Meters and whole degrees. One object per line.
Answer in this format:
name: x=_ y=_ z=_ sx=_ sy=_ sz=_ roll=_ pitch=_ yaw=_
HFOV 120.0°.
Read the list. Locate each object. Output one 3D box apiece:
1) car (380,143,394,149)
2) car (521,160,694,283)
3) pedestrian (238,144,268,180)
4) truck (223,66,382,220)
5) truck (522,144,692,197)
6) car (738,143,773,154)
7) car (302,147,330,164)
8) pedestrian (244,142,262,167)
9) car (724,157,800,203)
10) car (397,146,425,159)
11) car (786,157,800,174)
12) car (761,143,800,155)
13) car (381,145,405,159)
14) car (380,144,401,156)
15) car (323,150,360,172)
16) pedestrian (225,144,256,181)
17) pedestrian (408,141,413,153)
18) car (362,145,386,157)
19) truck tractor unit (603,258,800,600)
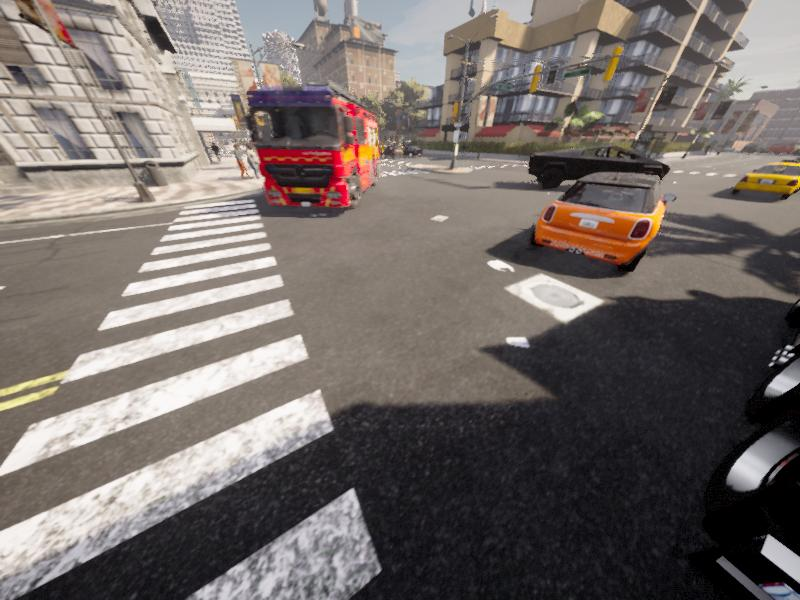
car: x=-3.770 y=-44.329 z=66.433 sx=3.633 sy=1.501 sz=1.845 roll=-19 pitch=39 yaw=-26
car: x=5.379 y=-2.399 z=5.946 sx=4.553 sy=1.767 sz=2.097 roll=-29 pitch=44 yaw=-35
pedestrian: x=-8.972 y=-8.468 z=14.180 sx=0.751 sy=1.860 sz=0.751 roll=3 pitch=35 yaw=4
truck: x=-2.880 y=-6.856 z=10.502 sx=2.891 sy=3.827 sz=8.468 roll=3 pitch=35 yaw=3
truck: x=10.524 y=-7.277 z=12.743 sx=6.274 sy=2.098 sz=2.390 roll=12 pitch=37 yaw=16
car: x=82.592 y=-35.298 z=53.760 sx=2.150 sy=2.045 sz=5.566 roll=19 pitch=39 yaw=25
car: x=-10.147 y=-17.422 z=27.688 sx=1.837 sy=1.490 sz=4.892 roll=-19 pitch=39 yaw=-25
pedestrian: x=-13.077 y=-12.918 z=20.546 sx=0.751 sy=1.860 sz=0.751 roll=-22 pitch=41 yaw=-29
car: x=19.291 y=-6.269 z=11.823 sx=5.366 sy=1.575 sz=1.801 roll=-18 pitch=39 yaw=-25
car: x=1.651 y=-22.784 z=35.507 sx=1.837 sy=1.490 sz=4.892 roll=-19 pitch=39 yaw=-25
car: x=36.723 y=-12.110 z=20.359 sx=3.988 sy=1.617 sz=1.851 roll=-18 pitch=39 yaw=-25
car: x=85.228 y=-33.934 z=51.820 sx=2.150 sy=2.045 sz=5.566 roll=19 pitch=39 yaw=25
car: x=-1.095 y=-21.551 z=33.655 sx=1.789 sy=1.549 sz=3.705 roll=-19 pitch=39 yaw=-25
car: x=-1.632 y=-25.955 z=39.941 sx=1.851 sy=1.617 sz=3.988 roll=-19 pitch=39 yaw=-25
car: x=-5.437 y=-12.836 z=21.237 sx=1.994 sy=1.385 sz=4.181 roll=-18 pitch=39 yaw=-24
pedestrian: x=-9.475 y=-8.222 z=13.821 sx=0.751 sy=1.860 sz=0.751 roll=-4 pitch=35 yaw=-6
pedestrian: x=2.045 y=-29.908 z=45.132 sx=0.751 sy=1.860 sz=0.751 roll=-18 pitch=39 yaw=-24
car: x=-4.294 y=-24.573 z=37.999 sx=2.007 sy=1.525 sz=4.514 roll=-19 pitch=39 yaw=-25
truck tractor unit: x=5.101 y=-0.310 z=0.799 sx=6.516 sy=4.208 sz=3.053 roll=-19 pitch=39 yaw=-25
